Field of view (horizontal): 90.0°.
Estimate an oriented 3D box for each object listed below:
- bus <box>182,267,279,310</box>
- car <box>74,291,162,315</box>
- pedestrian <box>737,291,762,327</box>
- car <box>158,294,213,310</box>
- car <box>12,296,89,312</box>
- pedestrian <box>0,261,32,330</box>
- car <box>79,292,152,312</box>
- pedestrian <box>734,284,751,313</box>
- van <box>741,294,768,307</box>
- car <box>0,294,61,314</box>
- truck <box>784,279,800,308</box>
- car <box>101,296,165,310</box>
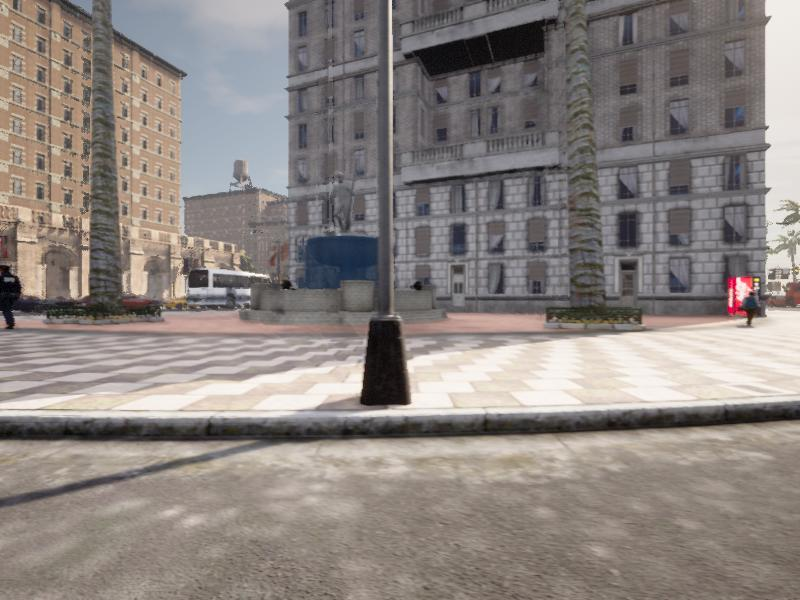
[{"bbox_3d":[-18.704,-1.115,45.206,3.944,4.253,10.273,0,0,22],"label":"bus"},{"bbox_3d":[-20.976,0.191,30.066,2.152,1.651,5.027,0,0,22],"label":"car"},{"bbox_3d":[11.167,0.275,12.788,0.500,1.100,0.500,0,0,-36],"label":"pedestrian"},{"bbox_3d":[-23.113,0.218,43.340,1.801,1.575,5.366,0,0,22],"label":"car"},{"bbox_3d":[-30.314,0.354,34.908,1.895,1.301,4.718,0,0,22],"label":"car"},{"bbox_3d":[-11.021,-0.111,11.232,0.751,1.860,0.751,0,0,21],"label":"pedestrian"},{"bbox_3d":[-25.838,0.183,36.629,1.930,1.638,5.238,0,0,22],"label":"car"},{"bbox_3d":[22.404,-0.095,26.160,0.751,1.860,0.751,0,0,31],"label":"pedestrian"},{"bbox_3d":[54.193,0.043,61.272,1.775,1.987,4.442,0,0,22],"label":"van"},{"bbox_3d":[-28.739,0.303,29.496,2.033,1.411,5.357,0,0,22],"label":"car"},{"bbox_3d":[54.367,-0.883,52.471,2.891,3.827,8.468,0,0,22],"label":"truck"},{"bbox_3d":[-27.606,0.309,41.575,2.033,1.411,5.357,0,0,22],"label":"car"}]
